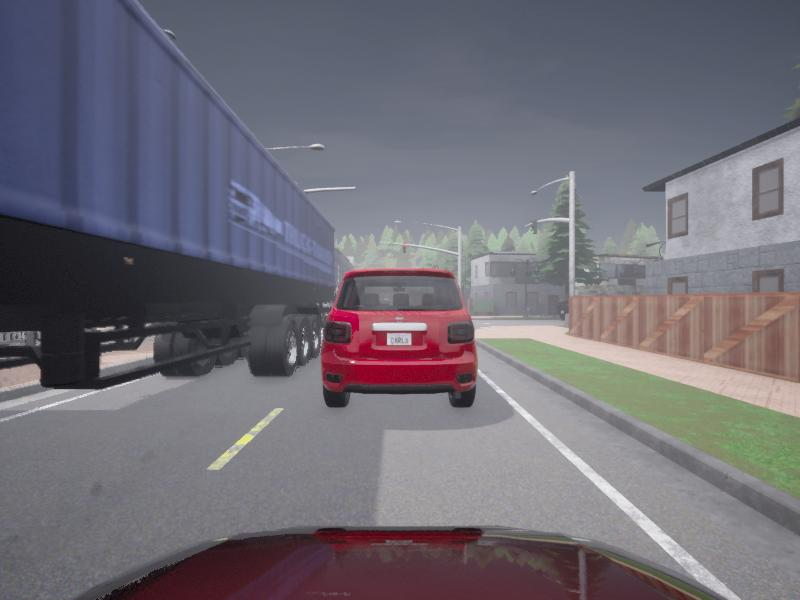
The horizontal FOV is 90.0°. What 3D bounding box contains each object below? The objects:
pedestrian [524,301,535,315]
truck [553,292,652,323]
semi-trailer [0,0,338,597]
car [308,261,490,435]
[{"bbox_3d":[11.875,0.747,36.687,0.751,1.300,0.751,0,0,-13],"label":"pedestrian"},{"bbox_3d":[14.789,0.523,29.358,6.274,2.098,2.390,0,0,-9],"label":"truck"},{"bbox_3d":[-3.513,-0.616,6.938,2.717,4.402,14.254,0,0,0],"label":"semi-trailer"},{"bbox_3d":[-0.013,0.568,7.496,2.150,2.045,5.566,0,0,0],"label":"car"}]
